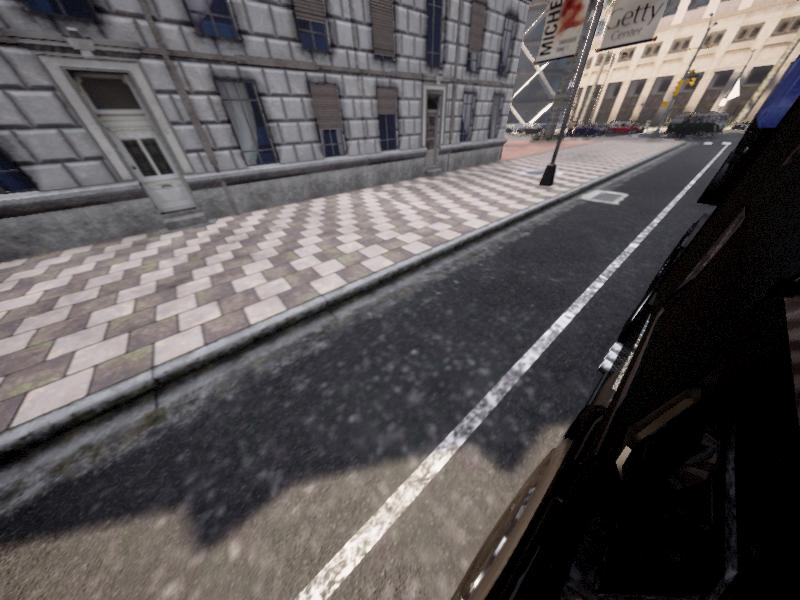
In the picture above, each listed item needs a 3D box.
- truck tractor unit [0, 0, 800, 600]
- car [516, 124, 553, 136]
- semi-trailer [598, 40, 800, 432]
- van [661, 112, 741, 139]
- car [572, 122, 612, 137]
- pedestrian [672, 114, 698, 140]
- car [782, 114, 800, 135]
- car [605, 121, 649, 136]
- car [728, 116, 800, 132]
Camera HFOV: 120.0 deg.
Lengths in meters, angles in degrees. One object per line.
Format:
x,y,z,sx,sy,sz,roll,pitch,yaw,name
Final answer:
2.645,-0.295,0.351,6.516,4.208,3.053,-28,44,-30,truck tractor unit
22.823,-28.833,39.247,4.902,1.511,2.128,24,44,31,car
8.699,-3.613,4.214,14.254,4.402,2.717,-28,44,-30,semi-trailer
31.151,-18.205,24.194,1.775,1.987,4.442,-8,37,-7,van
26.506,-23.572,32.003,1.845,1.501,3.633,-30,45,-31,car
25.765,-15.626,20.921,0.751,1.860,0.751,27,46,34,pedestrian
40.974,-16.962,22.227,1.851,1.617,3.988,-28,44,-29,car
31.174,-23.644,31.844,1.970,1.475,3.806,-29,44,-30,car
44.275,-21.203,27.829,2.033,1.411,5.357,-28,44,-29,car
